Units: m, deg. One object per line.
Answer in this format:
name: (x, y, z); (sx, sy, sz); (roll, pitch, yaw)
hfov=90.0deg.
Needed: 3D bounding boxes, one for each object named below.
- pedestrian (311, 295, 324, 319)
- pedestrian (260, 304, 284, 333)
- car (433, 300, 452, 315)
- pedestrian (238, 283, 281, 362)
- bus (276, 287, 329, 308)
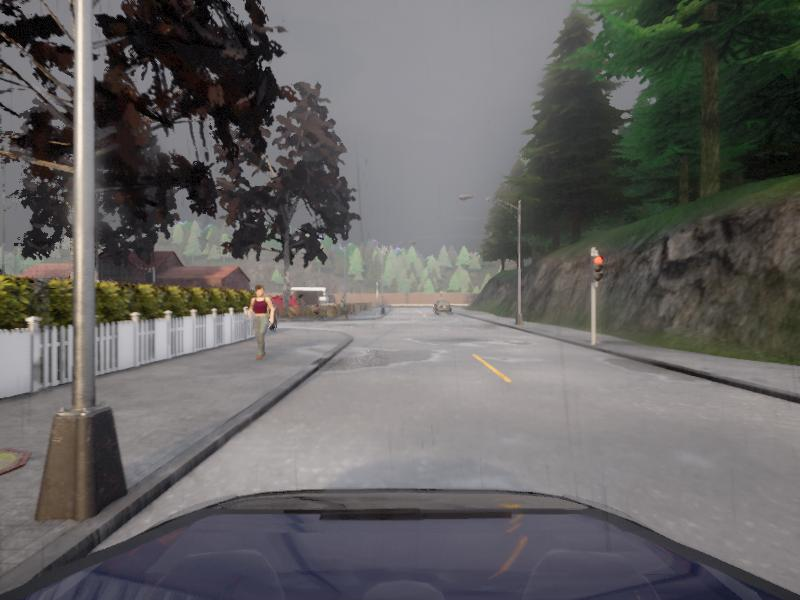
pedestrian: (-6.484, 0.552, 31.372); (0.751, 1.860, 0.751); (0, 0, -41)
pedestrian: (-5.856, 0.815, 18.310); (0.751, 1.300, 0.751); (0, 0, 29)
car: (4.759, 0.843, 45.197); (1.789, 1.549, 3.705); (0, 1, -1)
pedestrian: (-3.409, 0.530, 9.774); (0.751, 1.860, 0.751); (0, 0, 3)
bus: (-20.583, -0.492, 84.986); (10.273, 4.253, 3.944); (0, 0, 1)
